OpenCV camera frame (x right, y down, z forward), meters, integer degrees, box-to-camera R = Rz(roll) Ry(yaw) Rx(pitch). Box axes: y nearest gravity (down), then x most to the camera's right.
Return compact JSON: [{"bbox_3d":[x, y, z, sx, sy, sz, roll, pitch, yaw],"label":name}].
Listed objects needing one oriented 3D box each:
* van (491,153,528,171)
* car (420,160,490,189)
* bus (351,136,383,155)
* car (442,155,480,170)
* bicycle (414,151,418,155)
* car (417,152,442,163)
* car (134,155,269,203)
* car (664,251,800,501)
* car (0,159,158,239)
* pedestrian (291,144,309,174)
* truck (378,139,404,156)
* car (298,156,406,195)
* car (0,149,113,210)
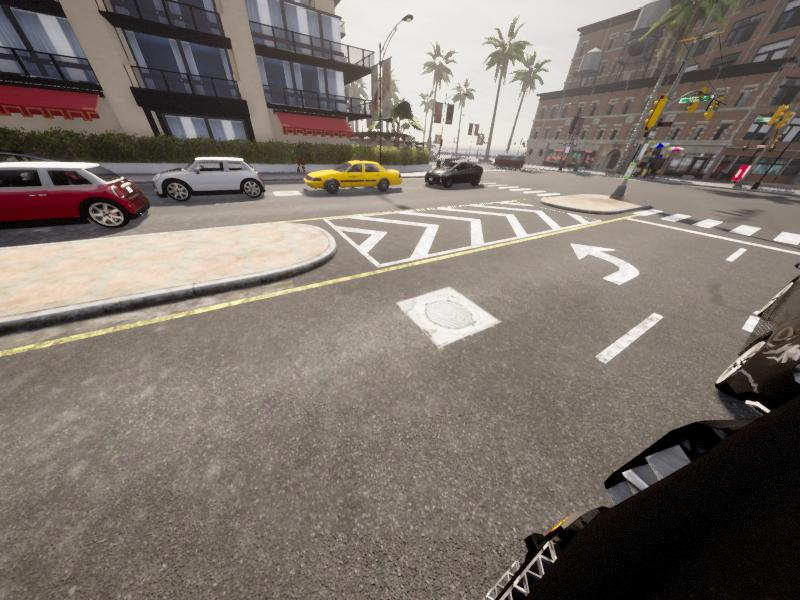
[{"bbox_3d":[16.062,-20.516,34.286,1.775,1.987,4.442,-16,38,-26],"label":"van"},{"bbox_3d":[3.880,-8.901,16.271,4.514,1.525,2.007,-20,40,-30],"label":"car"},{"bbox_3d":[-9.607,-45.370,67.678,3.944,4.253,10.273,-25,43,-35],"label":"bus"},{"bbox_3d":[8.605,-19.839,33.228,2.033,1.411,5.357,-15,37,-24],"label":"car"},{"bbox_3d":[5.177,-48.201,75.755,0.373,1.024,1.643,-16,38,-27],"label":"bicycle"},{"bbox_3d":[5.487,-26.914,43.533,2.128,1.511,4.902,-16,38,-26],"label":"car"},{"bbox_3d":[-8.046,-5.240,9.882,3.806,1.475,1.970,-16,38,-26],"label":"car"},{"bbox_3d":[5.407,0.457,2.309,4.902,1.511,2.128,-16,38,-26],"label":"car"},{"bbox_3d":[-9.274,-2.632,5.860,3.806,1.475,1.970,-16,38,-26],"label":"car"},{"bbox_3d":[-7.340,-10.407,17.052,0.751,1.860,0.751,-16,38,-27],"label":"pedestrian"},{"bbox_3d":[-2.720,-43.327,65.519,2.891,3.827,8.468,-22,41,-32],"label":"truck"},{"bbox_3d":[-2.470,-6.913,12.738,5.366,1.575,1.801,-16,38,-26],"label":"car"},{"bbox_3d":[-12.716,-3.908,7.446,3.705,1.549,1.789,-16,38,-26],"label":"car"}]
